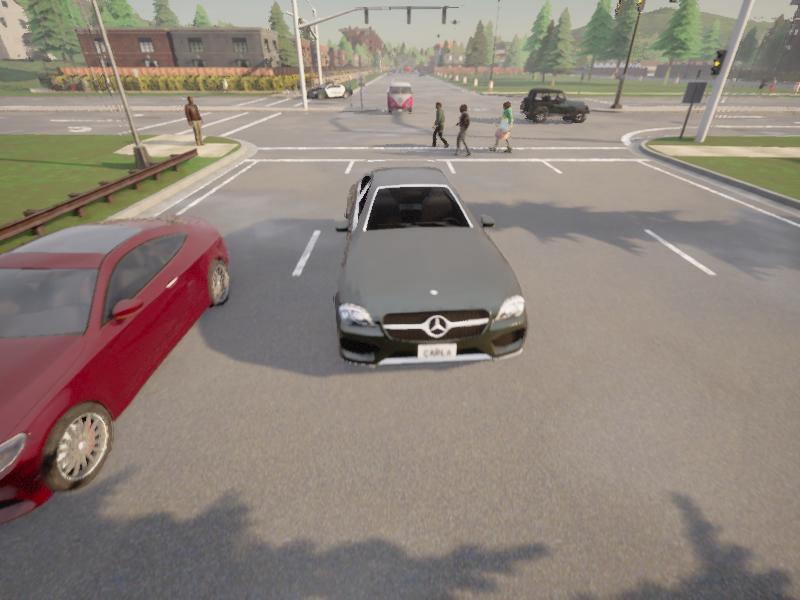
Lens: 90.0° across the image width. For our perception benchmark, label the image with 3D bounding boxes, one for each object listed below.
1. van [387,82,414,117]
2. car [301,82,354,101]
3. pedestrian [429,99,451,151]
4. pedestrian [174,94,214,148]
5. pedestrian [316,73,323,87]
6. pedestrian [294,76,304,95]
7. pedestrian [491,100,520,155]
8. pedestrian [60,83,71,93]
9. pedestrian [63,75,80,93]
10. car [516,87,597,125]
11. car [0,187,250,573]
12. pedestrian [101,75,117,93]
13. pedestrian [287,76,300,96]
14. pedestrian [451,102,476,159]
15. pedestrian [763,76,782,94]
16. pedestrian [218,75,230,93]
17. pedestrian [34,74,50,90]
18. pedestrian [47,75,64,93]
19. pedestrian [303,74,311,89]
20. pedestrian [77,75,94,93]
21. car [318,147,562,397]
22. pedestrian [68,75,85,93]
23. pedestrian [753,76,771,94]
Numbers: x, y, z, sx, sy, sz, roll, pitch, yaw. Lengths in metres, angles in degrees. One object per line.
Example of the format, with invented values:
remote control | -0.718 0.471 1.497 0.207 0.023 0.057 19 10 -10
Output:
van | 0.018 -14.547 28.877 1.775 1.987 4.442 0 30 0
car | -7.470 -21.719 41.573 4.974 1.542 2.038 -25 39 -36
pedestrian | 1.639 -7.142 16.304 0.751 1.860 0.751 4 31 7
pedestrian | -8.216 -7.152 16.016 0.751 1.860 0.751 19 35 29
pedestrian | -12.397 -33.710 61.378 0.751 1.860 0.751 0 30 0
pedestrian | -11.170 -23.797 44.385 0.751 1.860 0.751 0 30 0
pedestrian | 4.073 -6.702 15.554 0.751 1.860 0.751 3 30 5
pedestrian | -40.338 -25.550 48.178 0.500 1.100 0.500 11 32 17
pedestrian | -39.338 -25.850 47.939 0.751 1.860 0.751 0 30 0
car | 9.314 -11.730 24.160 3.866 1.878 1.905 0 30 0
car | -3.463 0.083 4.420 1.812 1.442 4.674 0 30 0
pedestrian | -34.961 -25.941 48.097 0.751 1.860 0.751 0 30 0
pedestrian | -11.356 -22.807 42.705 0.751 1.860 0.751 13 33 21
pedestrian | 2.333 -6.291 14.852 0.751 1.860 0.751 3 30 4
pedestrian | 42.958 -24.775 46.140 0.751 1.860 0.751 2 30 4
pedestrian | -21.104 -25.941 48.103 0.751 1.860 0.751 0 30 0
pedestrian | -48.772 -29.697 54.505 0.751 1.860 0.751 0 30 0
pedestrian | -41.371 -25.914 48.048 0.751 1.860 0.751 15 34 24
pedestrian | -13.053 -30.810 56.423 0.751 1.860 0.751 0 30 1
pedestrian | -37.773 -25.945 48.101 0.751 1.860 0.751 1 30 2
car | 0.165 -0.990 6.079 2.152 1.651 5.027 -3 30 -4
pedestrian | -38.927 -26.002 48.198 0.751 1.860 0.751 0 30 0
pedestrian | 41.723 -24.762 46.118 0.751 1.860 0.751 2 30 3
